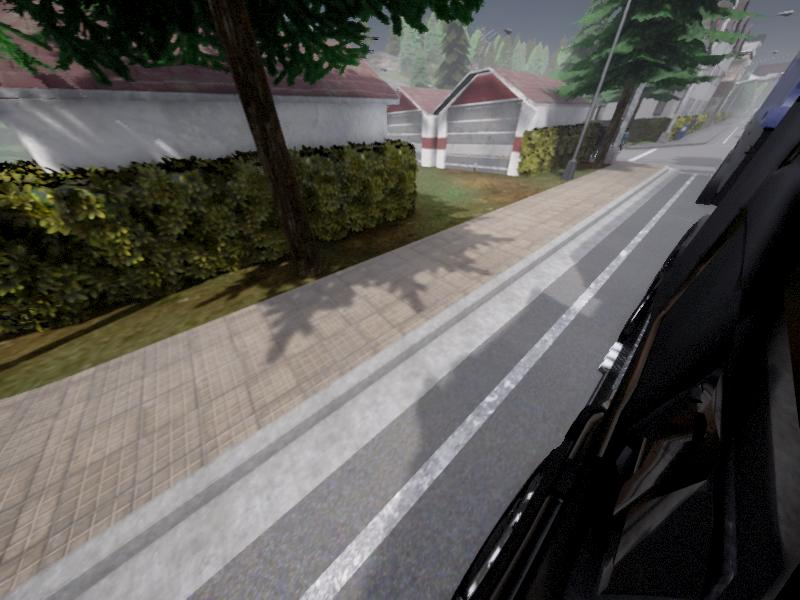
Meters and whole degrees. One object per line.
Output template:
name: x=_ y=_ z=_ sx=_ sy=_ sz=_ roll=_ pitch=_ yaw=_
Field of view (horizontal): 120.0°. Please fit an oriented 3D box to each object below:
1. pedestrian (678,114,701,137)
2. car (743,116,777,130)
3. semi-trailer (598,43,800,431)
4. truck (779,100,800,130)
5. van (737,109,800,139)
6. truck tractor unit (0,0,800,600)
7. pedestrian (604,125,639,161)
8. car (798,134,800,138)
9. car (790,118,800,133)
pedestrian: x=30.324 y=-18.281 z=24.211 sx=0.751 sy=1.860 sz=0.751 roll=-31 pitch=45 yaw=-32
car: x=50.029 y=-24.712 z=32.199 sx=4.181 sy=1.385 sz=1.994 roll=-29 pitch=44 yaw=-31
semi-trailer: x=8.688 y=-3.618 z=4.230 sx=14.254 sy=4.402 sz=2.717 roll=-28 pitch=44 yaw=-30
truck: x=51.174 y=-23.518 z=28.484 sx=8.468 sy=3.827 sz=2.891 roll=-28 pitch=44 yaw=-30
van: x=34.694 y=-16.703 z=21.959 sx=4.480 sy=2.038 sz=2.069 roll=-32 pitch=46 yaw=-33
truck tractor unit: x=2.645 y=-0.295 z=0.351 sx=6.516 sy=4.208 sz=3.053 roll=-28 pitch=44 yaw=-30
pedestrian: x=14.295 y=-10.134 z=14.962 sx=0.751 sy=1.860 sz=0.751 roll=-18 pitch=39 yaw=-19
car: x=36.380 y=-14.607 z=19.404 sx=5.027 sy=1.651 sz=2.152 roll=-29 pitch=44 yaw=-30
car: x=44.403 y=-18.936 z=24.728 sx=4.974 sy=1.542 sz=2.038 roll=-28 pitch=44 yaw=-30
